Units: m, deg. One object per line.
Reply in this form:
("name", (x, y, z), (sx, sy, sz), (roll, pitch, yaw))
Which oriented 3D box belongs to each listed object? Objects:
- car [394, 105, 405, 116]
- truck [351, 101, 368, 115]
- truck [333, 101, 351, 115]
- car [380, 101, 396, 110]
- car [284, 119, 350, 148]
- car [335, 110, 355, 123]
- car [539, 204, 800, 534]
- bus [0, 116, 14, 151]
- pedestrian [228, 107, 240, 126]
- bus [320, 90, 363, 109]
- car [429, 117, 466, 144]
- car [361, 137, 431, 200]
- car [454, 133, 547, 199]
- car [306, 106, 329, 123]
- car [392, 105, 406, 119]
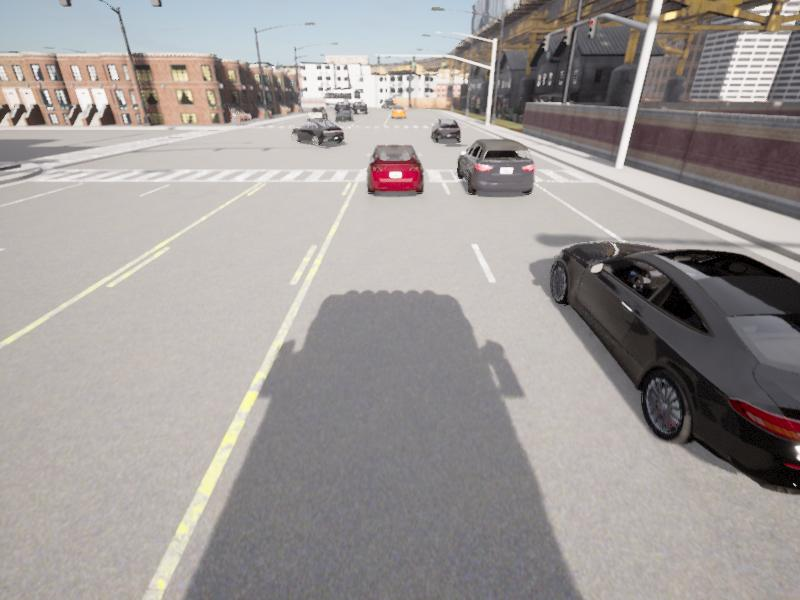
("car", (-0.128, -32.423, 68.449), (1.882, 1.535, 5.008), (0, 27, 0))
("truck", (-7.132, -34.286, 71.486), (2.390, 2.098, 6.274), (0, 27, 0))
("truck", (-10.635, -35.614, 74.091), (2.390, 2.098, 6.274), (0, 27, 0))
("car", (-2.899, -47.164, 96.940), (1.905, 1.878, 3.866), (-18, 32, -30))
("car", (-5.818, -11.634, 27.798), (2.128, 1.511, 4.902), (-22, 34, -36))
("car", (-7.108, -23.750, 51.671), (1.994, 1.385, 4.181), (0, 27, 0))
("car", (3.443, 0.114, 4.860), (1.812, 1.442, 4.674), (0, 27, 0))
("bus", (-30.151, -10.783, 23.166), (10.273, 4.253, 3.944), (0, 27, 0))
("pedestrian", (-17.386, -19.225, 41.908), (0.751, 1.860, 0.751), (-5, 27, -9))
("bus", (-14.998, -51.345, 102.520), (10.273, 4.253, 3.944), (15, 31, 27))
("car", (3.415, -12.702, 29.870), (2.128, 1.511, 4.902), (0, 27, 0))
("car", (-0.202, -5.024, 14.885), (2.163, 1.488, 4.792), (-1, 27, -2))
("car", (3.430, -5.090, 14.795), (2.242, 1.667, 4.611), (0, 27, 0))
("car", (-10.610, -24.063, 51.731), (1.932, 1.855, 4.605), (0, 27, 0))
("car", (-0.136, -28.047, 59.602), (2.097, 1.767, 4.553), (0, 27, 0))
